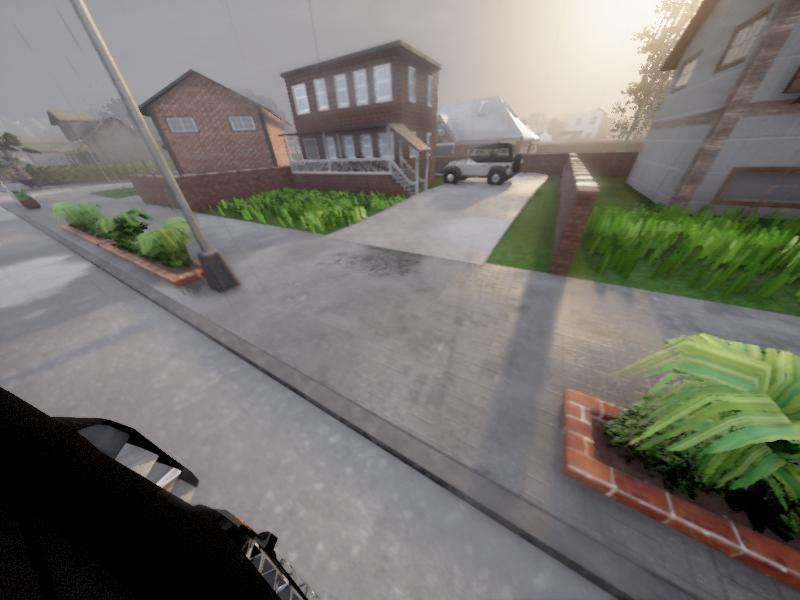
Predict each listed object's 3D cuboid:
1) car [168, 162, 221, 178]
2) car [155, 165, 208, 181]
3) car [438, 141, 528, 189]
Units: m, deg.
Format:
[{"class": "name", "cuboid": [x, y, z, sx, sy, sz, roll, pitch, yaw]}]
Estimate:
[{"class": "car", "cuboid": [-28.605, -18.304, 32.384, 1.882, 1.535, 5.008, 17, 38, 27]}, {"class": "car", "cuboid": [-26.769, -15.729, 28.504, 1.994, 1.385, 4.181, 16, 38, 26]}, {"class": "car", "cuboid": [4.226, -7.071, 12.081, 3.866, 1.878, 1.905, 16, 38, 26]}]
